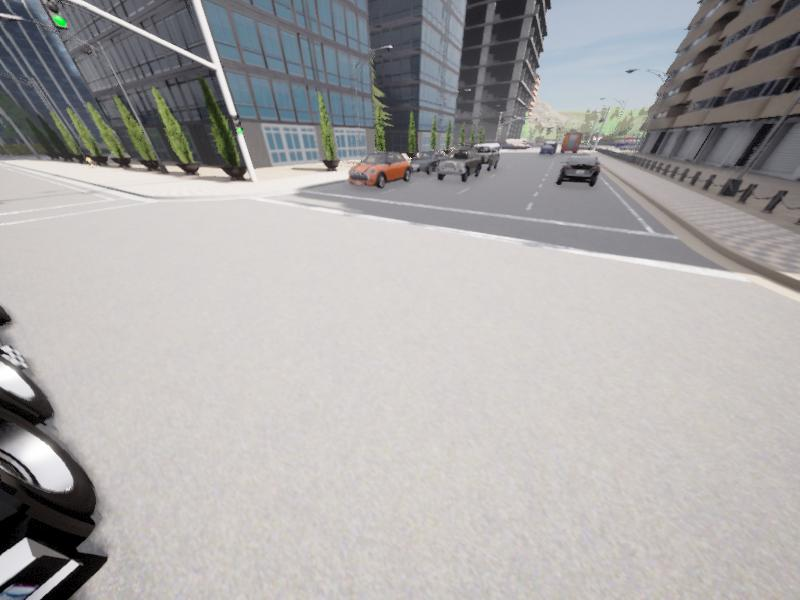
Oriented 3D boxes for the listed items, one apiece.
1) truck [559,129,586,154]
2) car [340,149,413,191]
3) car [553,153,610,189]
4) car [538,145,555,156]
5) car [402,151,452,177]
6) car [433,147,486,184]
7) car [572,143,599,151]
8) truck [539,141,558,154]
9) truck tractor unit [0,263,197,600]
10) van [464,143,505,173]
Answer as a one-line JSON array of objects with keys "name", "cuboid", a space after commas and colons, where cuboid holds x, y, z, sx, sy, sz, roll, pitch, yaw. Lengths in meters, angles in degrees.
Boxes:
[{"name": "truck", "cuboid": [34.198, -31.616, 46.193, 2.891, 3.827, 8.468, 18, 39, 24]}, {"name": "car", "cuboid": [-1.199, -8.112, 14.175, 2.097, 1.767, 4.553, 19, 39, 25]}, {"name": "car", "cuboid": [11.293, -8.313, 14.660, 2.163, 1.488, 4.792, 18, 39, 25]}, {"name": "car", "cuboid": [25.618, -26.191, 40.405, 1.882, 1.535, 5.008, 18, 39, 25]}, {"name": "car", "cuboid": [2.332, -11.409, 19.175, 2.128, 1.511, 4.902, 18, 39, 25]}, {"name": "car", "cuboid": [4.215, -9.460, 16.017, 1.932, 1.855, 4.605, 18, 39, 25]}, {"name": "car", "cuboid": [46.548, -38.414, 58.019, 4.974, 1.542, 2.038, 18, 39, 24]}, {"name": "truck", "cuboid": [29.555, -30.261, 45.780, 2.390, 2.098, 6.274, 18, 39, 24]}, {"name": "truck tractor unit", "cuboid": [-5.111, -0.301, 0.784, 6.516, 4.208, 3.053, 18, 39, 24]}, {"name": "van", "cuboid": [7.651, -12.864, 20.781, 2.069, 2.038, 4.480, 18, 39, 25]}]
